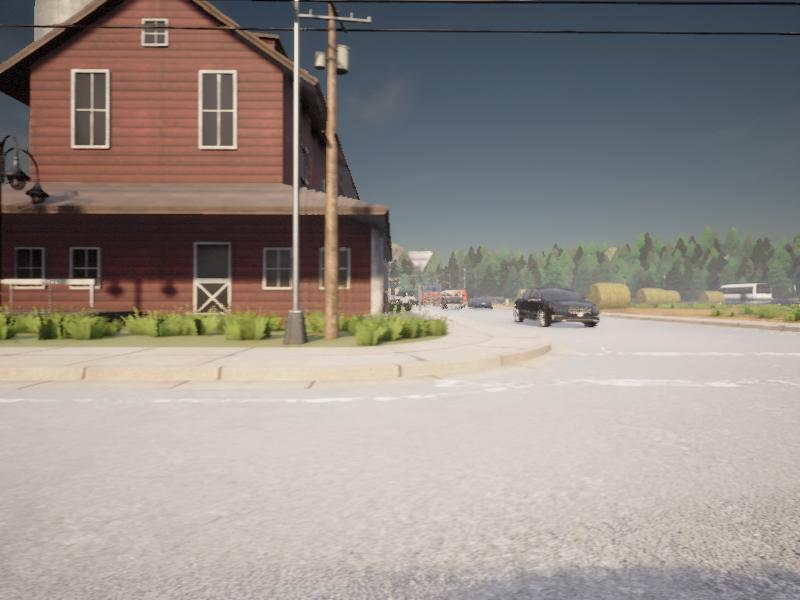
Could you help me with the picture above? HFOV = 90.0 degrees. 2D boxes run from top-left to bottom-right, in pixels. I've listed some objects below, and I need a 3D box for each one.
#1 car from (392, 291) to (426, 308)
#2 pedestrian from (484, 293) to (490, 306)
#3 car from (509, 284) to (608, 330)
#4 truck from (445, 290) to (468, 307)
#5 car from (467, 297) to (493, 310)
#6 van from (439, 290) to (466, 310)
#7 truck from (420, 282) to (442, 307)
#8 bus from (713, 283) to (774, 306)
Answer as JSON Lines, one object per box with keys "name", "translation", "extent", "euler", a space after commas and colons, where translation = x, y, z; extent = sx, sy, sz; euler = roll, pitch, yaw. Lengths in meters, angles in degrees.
{"name": "car", "translation": [1.055, -0.089, 49.925], "extent": [1.905, 1.878, 3.866], "euler": [8, -4, -43]}
{"name": "pedestrian", "translation": [12.697, -0.066, 58.253], "extent": [0.751, 1.860, 0.751], "euler": [0, 0, 1]}
{"name": "car", "translation": [5.872, 0.243, 15.536], "extent": [1.837, 1.490, 4.892], "euler": [0, 0, -1]}
{"name": "truck", "translation": [8.514, -0.201, 60.877], "extent": [2.627, 2.467, 5.204], "euler": [0, 0, -1]}
{"name": "car", "translation": [8.825, 0.337, 44.377], "extent": [1.994, 1.385, 4.181], "euler": [0, 0, -1]}
{"name": "van", "translation": [5.378, -0.006, 41.682], "extent": [2.069, 2.038, 4.480], "euler": [0, 0, -2]}
{"name": "truck", "translation": [4.920, -0.876, 65.249], "extent": [2.891, 3.827, 8.468], "euler": [0, 0, -1]}
{"name": "bus", "translation": [68.653, -0.987, 80.427], "extent": [3.944, 4.253, 10.273], "euler": [0, 0, 3]}
